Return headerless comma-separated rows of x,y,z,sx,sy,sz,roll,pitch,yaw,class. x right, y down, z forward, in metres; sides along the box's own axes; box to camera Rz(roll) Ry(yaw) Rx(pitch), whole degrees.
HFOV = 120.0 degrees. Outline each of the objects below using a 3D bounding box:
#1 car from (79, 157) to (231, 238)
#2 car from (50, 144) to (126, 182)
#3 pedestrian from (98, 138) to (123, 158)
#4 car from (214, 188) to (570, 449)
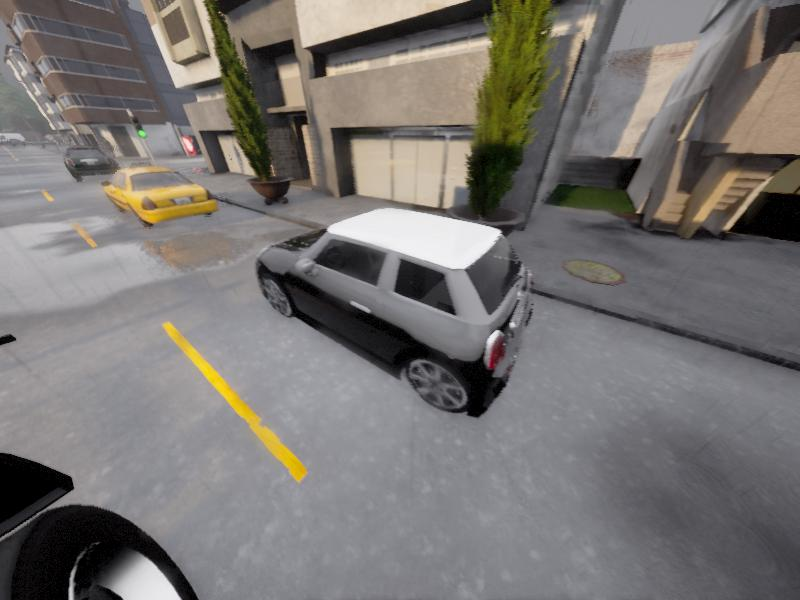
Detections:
-8.126,-3.625,7.604,5.366,1.575,1.801,22,41,28,car
-19.831,-8.985,14.915,4.553,1.767,2.097,30,45,35,car
-32.507,-17.047,25.944,0.751,1.860,0.751,8,36,11,pedestrian
-0.273,-0.384,3.168,3.806,1.475,1.970,22,41,28,car
